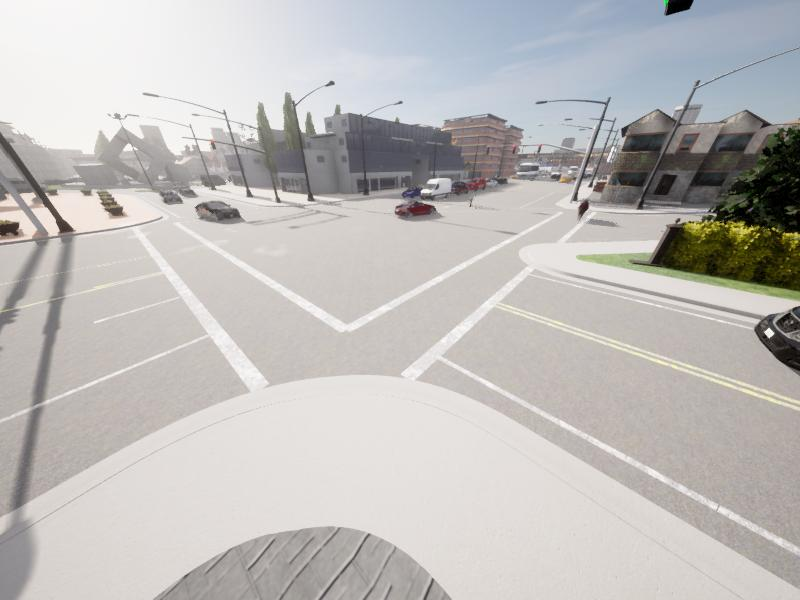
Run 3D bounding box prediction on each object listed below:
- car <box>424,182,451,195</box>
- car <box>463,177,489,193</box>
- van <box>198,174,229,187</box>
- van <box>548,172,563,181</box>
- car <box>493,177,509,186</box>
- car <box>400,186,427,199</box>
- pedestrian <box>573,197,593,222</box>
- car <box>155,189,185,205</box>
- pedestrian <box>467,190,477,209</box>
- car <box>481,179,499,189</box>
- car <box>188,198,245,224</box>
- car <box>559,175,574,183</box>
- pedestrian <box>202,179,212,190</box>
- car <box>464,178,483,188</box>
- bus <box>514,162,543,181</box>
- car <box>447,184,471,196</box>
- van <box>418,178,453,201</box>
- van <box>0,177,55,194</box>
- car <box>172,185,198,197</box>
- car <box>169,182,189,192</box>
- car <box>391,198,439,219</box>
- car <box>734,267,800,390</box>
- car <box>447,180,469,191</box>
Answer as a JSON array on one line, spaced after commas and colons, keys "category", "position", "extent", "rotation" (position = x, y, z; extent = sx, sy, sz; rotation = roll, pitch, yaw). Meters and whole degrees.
[{"category": "car", "position": [6.555, -19.299, 39.891], "extent": [1.930, 1.638, 5.238], "rotation": [23, 38, 34]}, {"category": "car", "position": [14.110, -21.390, 42.837], "extent": [2.150, 2.045, 5.566], "rotation": [23, 38, 34]}, {"category": "van", "position": [-46.011, -29.692, 57.209], "extent": [1.988, 2.561, 5.915], "rotation": [4, 30, 5]}, {"category": "van", "position": [41.474, -32.838, 61.502], "extent": [2.069, 2.038, 4.480], "rotation": [23, 37, 34]}, {"category": "car", "position": [22.739, -26.631, 51.775], "extent": [1.816, 1.474, 4.193], "rotation": [23, 39, 34]}, {"category": "car", "position": [2.081, -16.512, 35.329], "extent": [1.816, 1.474, 4.193], "rotation": [22, 37, 34]}, {"category": "pedestrian", "position": [15.608, -7.732, 19.777], "extent": [0.751, 1.860, 0.751], "rotation": [17, 34, 27]}, {"category": "car", "position": [-30.316, -13.601, 30.394], "extent": [4.193, 1.474, 1.816], "rotation": [23, 37, 34]}, {"category": "pedestrian", "position": [8.110, -11.351, 26.020], "extent": [0.751, 1.860, 0.751], "rotation": [3, 30, 5]}, {"category": "car", "position": [18.509, -23.919, 47.486], "extent": [1.812, 1.442, 4.674], "rotation": [23, 39, 34]}, {"category": "car", "position": [-16.744, -8.212, 21.031], "extent": [5.008, 1.535, 1.882], "rotation": [17, 34, 27]}, {"category": "car", "position": [39.726, -28.840, 55.084], "extent": [1.882, 1.535, 5.008], "rotation": [23, 37, 34]}, {"category": "pedestrian", "position": [-37.685, -22.480, 45.043], "extent": [0.751, 1.860, 0.751], "rotation": [-9, 31, -15]}, {"category": "car", "position": [15.635, -24.946, 49.229], "extent": [1.837, 1.490, 4.892], "rotation": [23, 39, 34]}, {"category": "bus", "position": [36.097, -35.940, 64.669], "extent": [3.944, 4.253, 10.273], "rotation": [23, 37, 34]}, {"category": "car", "position": [9.896, -18.442, 38.570], "extent": [1.812, 1.442, 4.674], "rotation": [23, 38, 34]}, {"category": "van", "position": [5.242, -16.133, 33.595], "extent": [1.988, 2.561, 5.915], "rotation": [23, 37, 34]}, {"category": "van", "position": [-67.381, -20.683, 41.553], "extent": [5.915, 2.561, 1.988], "rotation": [-2, 30, -3]}, {"category": "car", "position": [-35.905, -18.272, 38.566], "extent": [5.357, 1.411, 2.033], "rotation": [24, 38, 35]}, {"category": "car", "position": [-43.474, -22.353, 45.502], "extent": [2.007, 1.525, 4.514], "rotation": [-19, 35, -29]}, {"category": "car", "position": [1.481, -8.898, 22.344], "extent": [4.181, 1.385, 1.994], "rotation": [-17, 34, -27]}, {"category": "car", "position": [11.035, 1.388, 3.860], "extent": [5.566, 2.045, 2.150], "rotation": [23, 37, 34]}, {"category": "car", "position": [11.226, -22.175, 44.719], "extent": [1.882, 1.535, 5.008], "rotation": [23, 38, 34]}]
